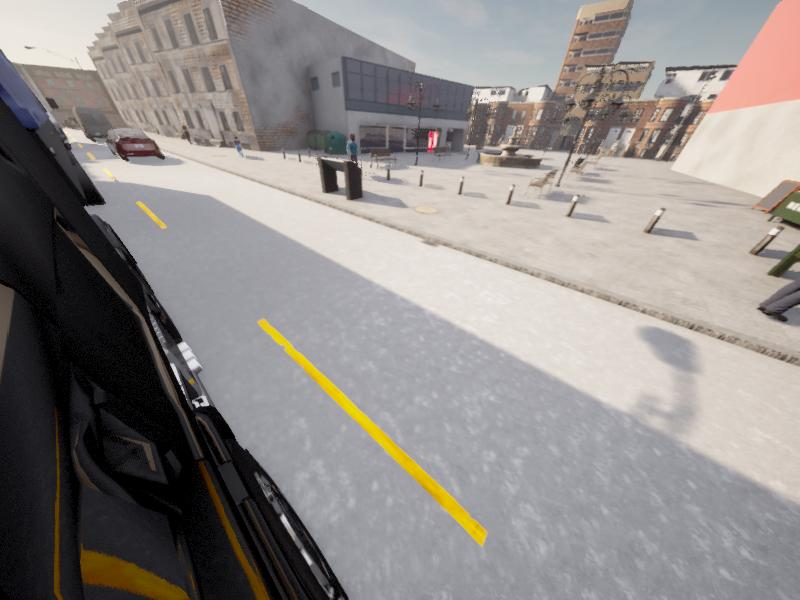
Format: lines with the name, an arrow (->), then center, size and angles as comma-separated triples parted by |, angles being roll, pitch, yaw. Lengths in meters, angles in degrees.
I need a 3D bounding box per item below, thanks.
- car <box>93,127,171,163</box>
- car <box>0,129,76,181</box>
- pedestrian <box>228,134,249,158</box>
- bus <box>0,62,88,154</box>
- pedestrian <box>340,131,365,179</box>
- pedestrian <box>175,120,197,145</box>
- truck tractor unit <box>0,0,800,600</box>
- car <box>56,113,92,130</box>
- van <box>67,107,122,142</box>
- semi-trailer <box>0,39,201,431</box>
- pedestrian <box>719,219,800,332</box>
car -> -16.839, -9.821, 14.504 | 4.792, 1.488, 2.163 | 28, 43, 30
car -> -16.621, -6.581, 10.236 | 5.357, 1.411, 2.033 | 28, 44, 30
pedestrian -> -10.988, -10.491, 15.737 | 0.751, 1.300, 0.751 | -18, 41, -25
bus -> -26.759, -13.217, 16.076 | 10.273, 4.253, 3.944 | 28, 43, 30
pedestrian -> -2.215, -6.882, 11.009 | 0.751, 1.860, 0.751 | -24, 44, -31
pedestrian -> -20.051, -15.705, 21.665 | 0.751, 1.860, 0.751 | 31, 45, 32
truck tractor unit -> -2.645, -0.295, 0.351 | 6.516, 4.208, 3.053 | 28, 44, 30
car -> -50.832, -27.775, 36.018 | 4.605, 1.855, 1.932 | 23, 41, 24
van -> -30.288, -17.399, 22.897 | 5.915, 2.561, 1.988 | 28, 43, 30
semi-trailer -> -8.676, -3.618, 4.253 | 14.254, 4.402, 2.717 | 28, 44, 30
pedestrian -> 5.695, -0.528, 3.000 | 0.751, 1.860, 0.751 | 14, 38, 15
